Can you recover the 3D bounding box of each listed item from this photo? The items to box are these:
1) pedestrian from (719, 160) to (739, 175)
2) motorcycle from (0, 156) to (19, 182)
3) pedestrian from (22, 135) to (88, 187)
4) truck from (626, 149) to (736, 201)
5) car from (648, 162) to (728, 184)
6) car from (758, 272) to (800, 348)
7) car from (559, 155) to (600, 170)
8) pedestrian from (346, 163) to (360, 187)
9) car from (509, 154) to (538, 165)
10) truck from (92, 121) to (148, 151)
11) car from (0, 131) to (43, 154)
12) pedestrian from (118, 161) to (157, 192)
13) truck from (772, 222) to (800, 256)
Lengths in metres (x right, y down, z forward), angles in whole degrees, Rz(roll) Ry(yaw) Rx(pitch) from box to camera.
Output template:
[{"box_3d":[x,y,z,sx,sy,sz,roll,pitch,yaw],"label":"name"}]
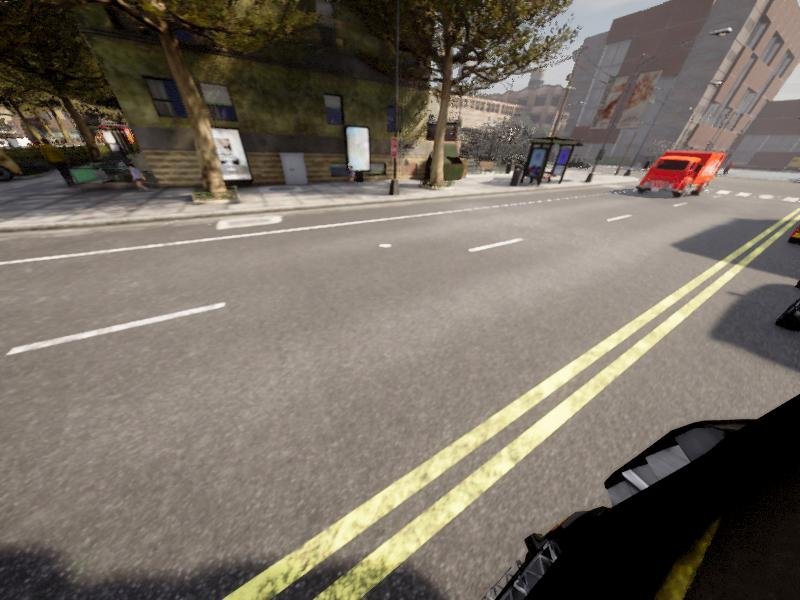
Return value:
[{"box_3d":[46.965,-18.897,33.007,0.751,1.860,0.751,-14,37,-22],"label":"pedestrian"},{"box_3d":[-19.155,-5.799,10.048,0.764,1.277,2.356,10,33,30],"label":"motorcycle"},{"box_3d":[-14.785,-5.991,9.990,0.751,1.860,0.751,-25,42,-35],"label":"pedestrian"},{"box_3d":[18.015,-8.136,14.919,5.204,2.467,2.627,-16,38,-25],"label":"truck"},{"box_3d":[31.036,-13.963,25.233,1.801,1.575,5.366,-2,34,-6],"label":"car"},{"box_3d":[7.435,-0.185,3.190,3.705,1.549,1.789,-16,38,-26],"label":"car"},{"box_3d":[28.916,-22.271,37.378,2.097,1.767,4.553,-16,38,-25],"label":"car"},{"box_3d":[-2.587,-6.900,12.761,0.500,1.100,0.500,-16,38,-25],"label":"pedestrian"},{"box_3d":[23.878,-27.241,44.779,2.007,1.525,4.514,-16,38,-25],"label":"car"},{"box_3d":[-47.303,-27.876,39.447,2.891,3.827,8.468,-16,38,-25],"label":"truck"},{"box_3d":[-45.856,-18.330,26.821,2.435,2.045,5.566,-16,38,-25],"label":"car"},{"box_3d":[-10.909,-5.145,9.637,0.500,1.100,0.500,-4,34,-10],"label":"pedestrian"},{"box_3d":[15.193,-3.387,6.406,8.468,3.827,2.891,-16,38,-26],"label":"truck"}]
